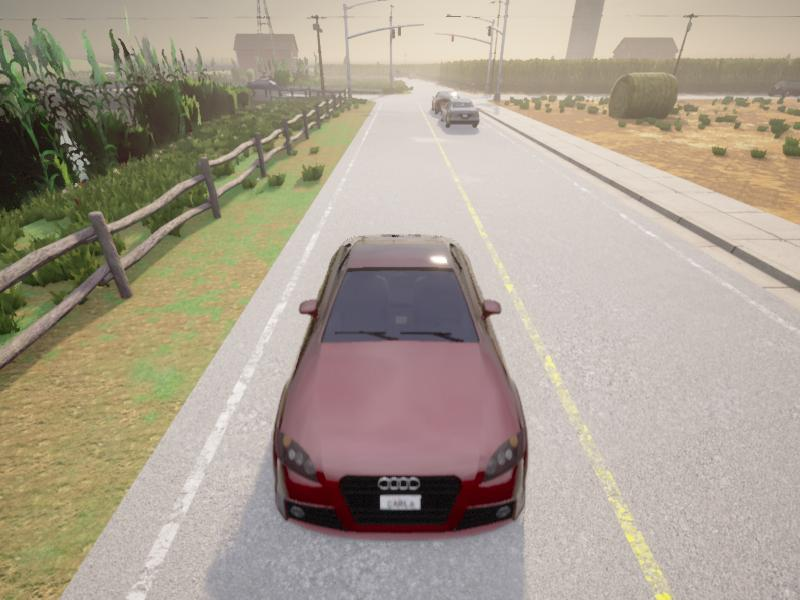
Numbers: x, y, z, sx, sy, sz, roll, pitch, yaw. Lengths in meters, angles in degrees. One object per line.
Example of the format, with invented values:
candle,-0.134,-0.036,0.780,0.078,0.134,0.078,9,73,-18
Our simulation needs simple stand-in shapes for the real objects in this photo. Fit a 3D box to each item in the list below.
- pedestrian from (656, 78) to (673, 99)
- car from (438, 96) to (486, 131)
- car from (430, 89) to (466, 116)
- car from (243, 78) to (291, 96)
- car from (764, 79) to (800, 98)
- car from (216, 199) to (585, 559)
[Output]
pedestrian,27.082,-21.656,40.984,0.751,1.860,0.751,-2,30,-3
car,3.506,-11.161,23.753,2.033,1.411,5.357,0,30,0
car,3.506,-14.916,30.098,2.163,1.488,4.792,0,30,0
car,-14.791,-23.876,44.771,4.674,1.442,1.812,4,30,1
car,45.325,-24.308,45.942,4.553,1.767,2.097,-2,30,-3
car,0.003,0.201,4.317,1.994,1.385,4.181,0,30,0
